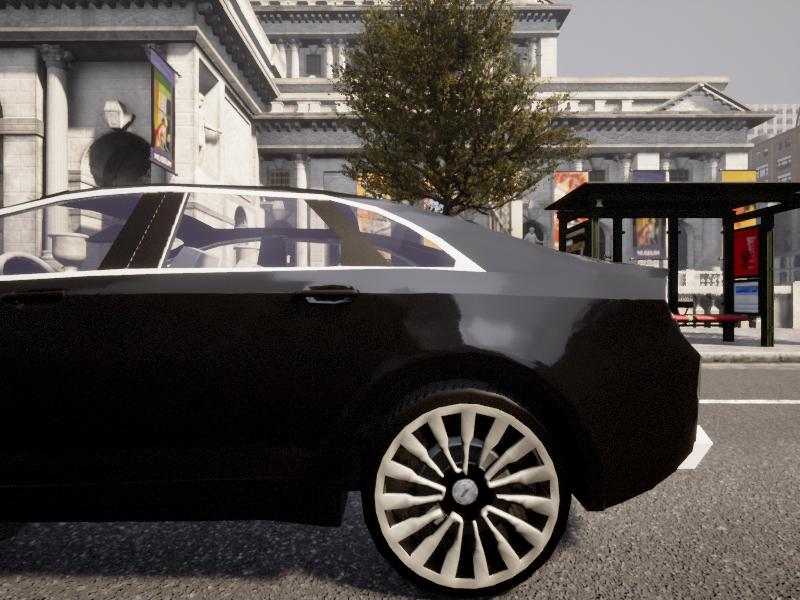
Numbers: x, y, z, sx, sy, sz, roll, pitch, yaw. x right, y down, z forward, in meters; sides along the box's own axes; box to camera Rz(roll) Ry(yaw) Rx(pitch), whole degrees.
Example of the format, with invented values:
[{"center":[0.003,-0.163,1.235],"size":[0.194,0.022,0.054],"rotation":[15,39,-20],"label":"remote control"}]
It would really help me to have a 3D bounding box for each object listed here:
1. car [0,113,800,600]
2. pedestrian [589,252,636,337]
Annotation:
[{"center":[-1.169,0.236,2.211],"size":[4.902,1.511,2.128],"rotation":[0,0,1],"label":"car"},{"center":[4.836,-0.115,9.153],"size":[0.751,1.860,0.751],"rotation":[0,0,10],"label":"pedestrian"}]
